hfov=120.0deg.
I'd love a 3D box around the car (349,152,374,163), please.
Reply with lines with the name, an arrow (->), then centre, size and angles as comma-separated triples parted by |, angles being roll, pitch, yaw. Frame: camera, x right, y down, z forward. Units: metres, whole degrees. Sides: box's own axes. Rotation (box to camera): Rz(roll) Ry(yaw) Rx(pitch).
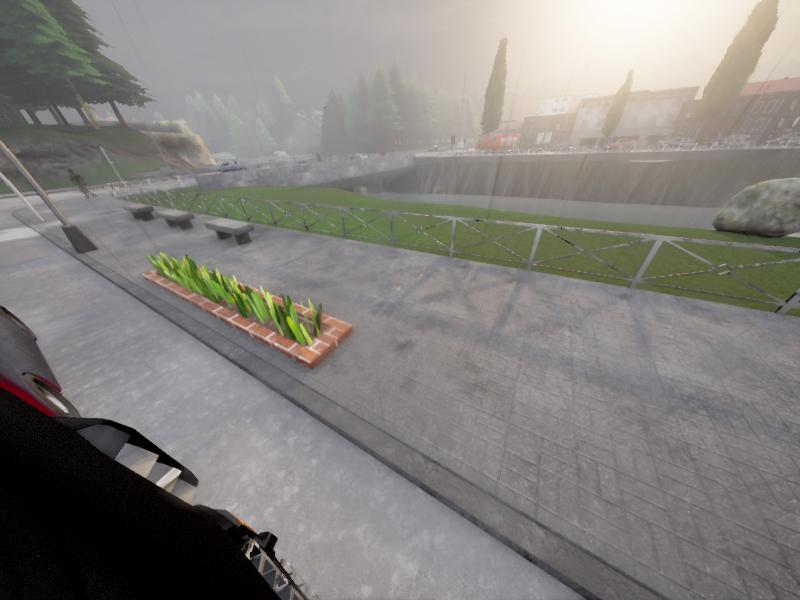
car -> -7.231, -27.093, 43.868 | 2.038, 1.542, 4.974 | 16, 38, 26

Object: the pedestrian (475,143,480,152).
pedestrian -> 19.377, -38.083, 57.834 | 0.751, 1.860, 0.751 | 20, 40, 30

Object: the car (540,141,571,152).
car -> 31.461, -31.020, 46.749 | 4.856, 1.649, 2.033 | 16, 38, 26

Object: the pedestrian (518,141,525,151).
pedestrian -> 28.092, -35.461, 53.242 | 0.751, 1.860, 0.751 | -10, 34, -10

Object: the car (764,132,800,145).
car -> 57.339, -23.585, 33.729 | 3.806, 1.475, 1.970 | 16, 38, 26

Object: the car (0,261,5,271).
car -> -12.288, -1.446, 5.715 | 4.193, 1.474, 1.816 | 16, 38, 26

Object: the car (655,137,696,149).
car -> 46.552, -26.656, 39.170 | 3.806, 1.475, 1.970 | 16, 38, 26

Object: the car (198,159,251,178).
car -> -22.135, -16.773, 29.346 | 2.242, 1.667, 4.611 | 16, 38, 26

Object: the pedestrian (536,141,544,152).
pedestrian -> 28.014, -30.678, 46.239 | 0.751, 1.860, 0.751 | -16, 36, -19

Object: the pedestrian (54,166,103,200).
pedestrian -> -20.533, -7.471, 14.811 | 0.751, 1.860, 0.751 | -3, 34, 1

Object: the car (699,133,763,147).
car -> 51.917, -25.199, 36.421 | 5.238, 1.638, 1.930 | 16, 38, 26

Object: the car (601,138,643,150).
car -> 40.360, -28.482, 42.256 | 5.027, 1.651, 2.152 | 16, 38, 26

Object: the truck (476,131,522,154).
truck -> 21.668, -34.712, 51.060 | 8.468, 3.827, 2.891 | 16, 38, 26

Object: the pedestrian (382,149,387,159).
pedestrian -> -3.553, -33.099, 52.283 | 0.751, 1.860, 0.751 | 2, 34, 8

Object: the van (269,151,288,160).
van -> -47.045, -56.064, 89.532 | 1.988, 2.561, 5.915 | 16, 38, 26

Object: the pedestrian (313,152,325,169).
pedestrian -> -10.514, -18.165, 30.154 | 0.751, 1.860, 0.751 | 16, 38, 26

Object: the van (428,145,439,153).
van -> 11.143, -49.992, 76.467 | 2.069, 2.038, 4.480 | 16, 38, 26

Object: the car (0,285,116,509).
car -> -4.784, 0.657, 1.932 | 3.633, 1.501, 1.845 | 16, 38, 26

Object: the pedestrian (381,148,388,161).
pedestrian -> -2.797, -25.859, 41.144 | 0.751, 1.860, 0.751 | 16, 38, 27

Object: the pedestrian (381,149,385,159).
pedestrian -> -3.774, -32.700, 51.699 | 0.751, 1.860, 0.751 | 1, 34, 6

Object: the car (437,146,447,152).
car -> 14.970, -53.539, 82.038 | 2.007, 1.525, 4.514 | 16, 38, 26
